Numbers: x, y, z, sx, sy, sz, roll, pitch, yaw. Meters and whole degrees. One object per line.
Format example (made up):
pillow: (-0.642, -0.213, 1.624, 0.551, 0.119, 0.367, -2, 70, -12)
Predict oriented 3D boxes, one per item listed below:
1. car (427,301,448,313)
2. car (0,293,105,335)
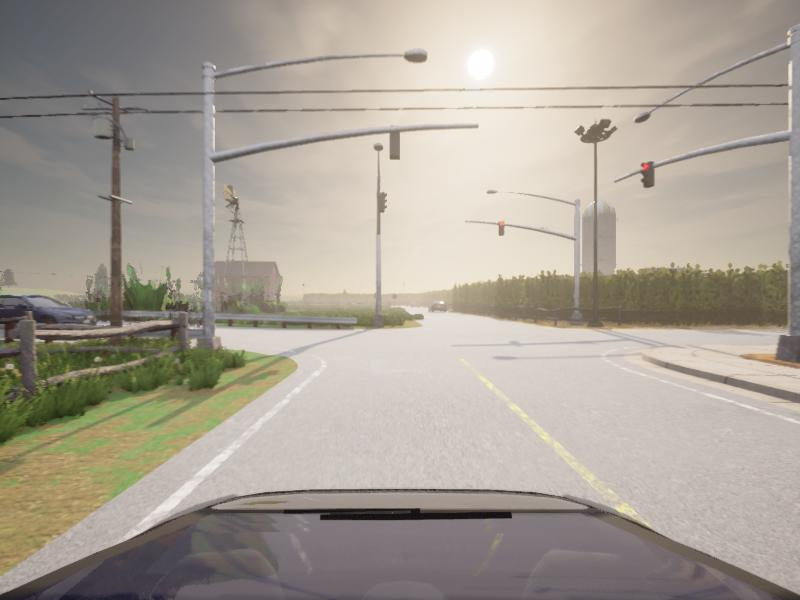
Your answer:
car: (5.095, 0.898, 54.433, 2.163, 1.488, 4.792, 0, 0, -3)
car: (-14.911, 0.515, 16.180, 4.674, 1.442, 1.812, 3, 0, 3)
